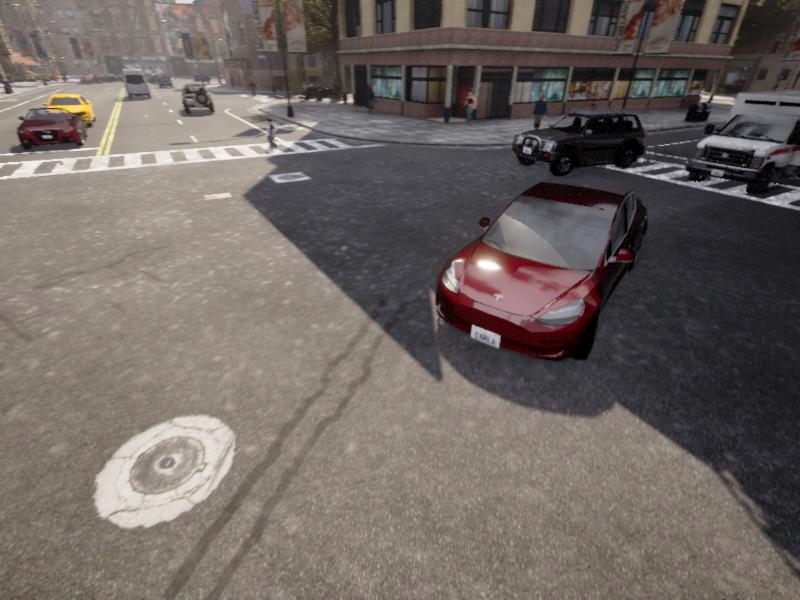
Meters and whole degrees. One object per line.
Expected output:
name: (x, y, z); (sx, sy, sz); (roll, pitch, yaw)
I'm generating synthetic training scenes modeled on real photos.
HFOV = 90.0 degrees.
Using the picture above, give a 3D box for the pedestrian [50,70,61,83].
pedestrian: (-55.251, -35.821, 64.141); (0.751, 1.860, 0.751); (-15, 34, -24)

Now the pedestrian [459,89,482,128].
pedestrian: (3.848, -10.561, 22.011); (0.751, 1.860, 0.751); (-22, 37, -33)

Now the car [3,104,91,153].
car: (-14.948, -7.492, 17.224); (1.994, 1.385, 4.181); (-16, 34, -26)

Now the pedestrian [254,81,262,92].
pedestrian: (-17.539, -26.321, 49.352); (0.500, 1.100, 0.500); (19, 35, 28)

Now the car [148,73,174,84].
car: (-42.293, -39.271, 70.890); (2.152, 1.651, 5.027); (-4, 31, -7)

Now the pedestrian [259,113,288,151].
pedestrian: (-5.177, -6.867, 16.363); (0.751, 1.300, 0.751); (-19, 35, -29)

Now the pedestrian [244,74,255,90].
pedestrian: (-19.603, -28.471, 52.242); (0.751, 1.860, 0.751); (14, 33, 22)

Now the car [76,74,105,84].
car: (-52.084, -37.280, 67.453); (2.002, 1.452, 4.674); (-5, 31, -9)

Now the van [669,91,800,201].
van: (11.797, -5.037, 12.488); (6.366, 2.431, 2.351); (-16, 34, -27)

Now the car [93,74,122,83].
car: (-52.869, -40.083, 72.390); (1.895, 1.301, 4.718); (0, 30, -1)

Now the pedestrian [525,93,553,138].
pedestrian: (6.597, -8.791, 19.032); (0.751, 1.860, 0.751); (23, 37, 33)

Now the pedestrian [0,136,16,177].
pedestrian: (-12.562, -4.709, 11.967); (0.751, 1.860, 0.751); (-9, 32, -16)

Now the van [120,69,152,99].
van: (-27.220, -22.326, 41.241); (1.988, 2.561, 5.915); (-16, 34, -26)

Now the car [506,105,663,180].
car: (6.249, -5.509, 13.732); (4.605, 1.855, 1.932); (-13, 33, -21)

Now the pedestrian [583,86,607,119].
pedestrian: (12.939, -13.140, 26.607); (0.751, 1.860, 0.751); (-14, 33, -23)

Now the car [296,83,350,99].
car: (-8.389, -23.075, 44.026); (5.357, 1.411, 2.033); (-16, 34, -26)

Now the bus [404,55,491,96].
bus: (5.993, -28.453, 50.687); (10.273, 4.253, 3.944); (-16, 34, -26)

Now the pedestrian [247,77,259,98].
pedestrian: (-15.720, -22.717, 42.761); (0.751, 1.860, 0.751); (-14, 34, -24)

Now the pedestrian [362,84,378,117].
pedestrian: (-1.948, -13.083, 26.219); (0.751, 1.860, 0.751); (-17, 34, -27)

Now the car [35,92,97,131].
car: (-18.590, -10.730, 22.534); (1.882, 1.535, 5.008); (-16, 34, -26)

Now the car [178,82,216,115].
car: (-14.962, -14.905, 29.420); (1.932, 1.855, 4.605); (-14, 33, -22)

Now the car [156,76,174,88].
car: (-34.783, -32.309, 59.255); (1.816, 1.474, 4.193); (-14, 33, -23)

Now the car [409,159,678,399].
car: (2.438, -0.875, 6.115); (2.163, 1.488, 4.792); (21, 36, 31)
